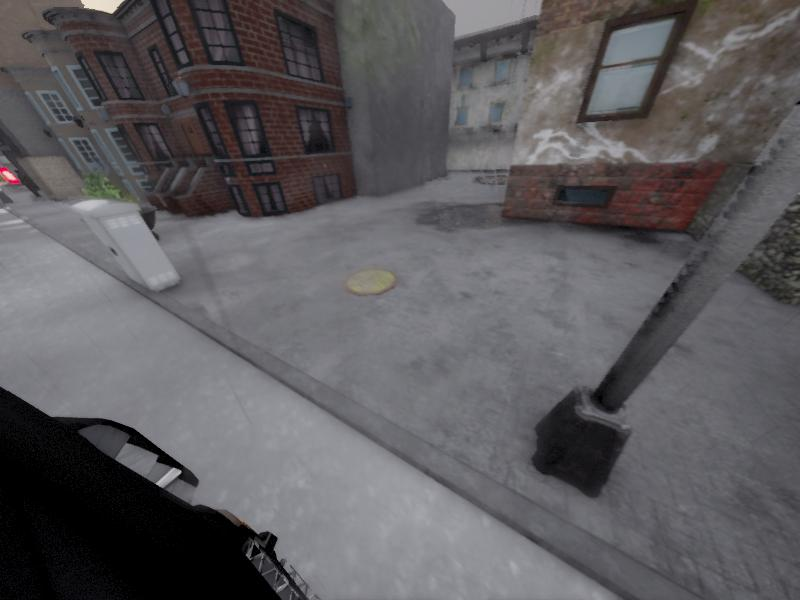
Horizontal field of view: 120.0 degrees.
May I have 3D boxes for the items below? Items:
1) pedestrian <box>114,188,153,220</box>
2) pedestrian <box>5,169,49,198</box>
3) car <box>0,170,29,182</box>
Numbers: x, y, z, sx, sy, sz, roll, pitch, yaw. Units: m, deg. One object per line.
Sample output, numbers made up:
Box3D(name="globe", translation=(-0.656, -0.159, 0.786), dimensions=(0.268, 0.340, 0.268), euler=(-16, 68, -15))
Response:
Box3D(name="pedestrian", translation=(-10.976, -3.967, 9.532), dimensions=(0.500, 1.100, 0.500), euler=(14, 37, 23))
Box3D(name="pedestrian", translation=(-27.520, -8.597, 17.072), dimensions=(0.751, 1.860, 0.751), euler=(9, 35, 17))
Box3D(name="car", translation=(-68.872, -21.238, 39.769), dimensions=(1.882, 1.535, 5.008), euler=(16, 38, 26))
